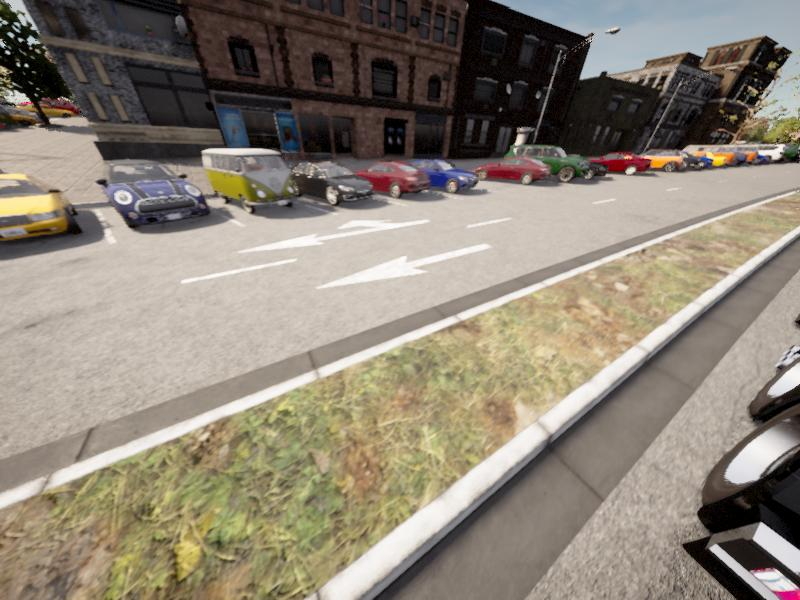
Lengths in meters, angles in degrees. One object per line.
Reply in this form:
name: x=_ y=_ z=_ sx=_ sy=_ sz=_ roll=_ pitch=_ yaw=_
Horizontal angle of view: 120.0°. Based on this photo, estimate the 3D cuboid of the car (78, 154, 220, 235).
car: x=-8.536 y=-3.828 z=7.856 sx=4.553 sy=1.767 sz=2.185 roll=25 pitch=41 yaw=32

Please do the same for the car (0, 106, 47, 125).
car: x=-44.837 y=-21.068 z=26.331 sx=2.002 sy=1.452 sz=4.674 roll=27 pitch=42 yaw=24

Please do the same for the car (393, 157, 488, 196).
car: x=2.043 y=-6.979 z=12.799 sx=4.674 sy=1.452 sz=2.002 roll=26 pitch=42 yaw=33

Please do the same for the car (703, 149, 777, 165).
car: x=42.685 y=-18.168 z=29.276 sx=2.097 sy=1.535 sz=5.008 roll=-29 pitch=43 yaw=-36

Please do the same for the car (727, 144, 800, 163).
car: x=50.856 y=-20.489 z=32.260 sx=2.435 sy=2.045 sz=5.566 roll=-29 pitch=44 yaw=-35

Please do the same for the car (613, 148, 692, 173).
car: x=23.577 y=-13.265 z=21.795 sx=4.553 sy=1.767 sz=2.185 roll=28 pitch=43 yaw=35

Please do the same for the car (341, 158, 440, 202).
car: x=-0.609 y=-6.164 z=11.595 sx=4.674 sy=1.452 sz=2.002 roll=26 pitch=42 yaw=33

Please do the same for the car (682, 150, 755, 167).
car: x=37.193 y=-16.745 z=27.223 sx=2.163 sy=1.488 sz=4.792 roll=-29 pitch=44 yaw=-36

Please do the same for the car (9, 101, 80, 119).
car: x=-51.723 y=-27.740 z=33.794 sx=1.946 sy=1.575 sz=5.366 roll=26 pitch=41 yaw=23

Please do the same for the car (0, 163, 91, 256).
car: x=-10.986 y=-2.800 z=6.560 sx=5.366 sy=1.575 sz=1.946 roll=25 pitch=41 yaw=32

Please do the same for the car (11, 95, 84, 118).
car: x=-53.580 y=-29.471 z=35.330 sx=2.435 sy=2.045 sz=5.566 roll=26 pitch=42 yaw=23

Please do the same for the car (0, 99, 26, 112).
car: x=-59.707 y=-29.274 z=34.707 sx=2.128 sy=1.511 sz=4.902 roll=-21 pitch=43 yaw=-30

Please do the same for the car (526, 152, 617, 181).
car: x=12.737 y=-10.169 z=17.440 sx=5.008 sy=1.535 sz=2.097 roll=27 pitch=42 yaw=34

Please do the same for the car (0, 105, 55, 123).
car: x=-46.589 y=-22.711 z=28.176 sx=2.002 sy=1.452 sz=4.674 roll=26 pitch=42 yaw=24

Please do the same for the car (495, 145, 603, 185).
car: x=10.076 y=-9.591 z=16.136 sx=5.566 sy=2.045 sz=2.435 roll=27 pitch=42 yaw=34

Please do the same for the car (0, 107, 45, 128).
car: x=-42.997 y=-19.541 z=24.578 sx=1.946 sy=1.575 sz=5.366 roll=27 pitch=42 yaw=24

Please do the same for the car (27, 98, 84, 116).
car: x=-55.385 y=-31.016 z=37.248 sx=2.185 sy=1.767 sz=4.553 roll=25 pitch=41 yaw=23

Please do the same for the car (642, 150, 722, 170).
car: x=29.015 y=-14.631 z=24.041 sx=5.008 sy=1.535 sz=2.097 roll=29 pitch=43 yaw=36

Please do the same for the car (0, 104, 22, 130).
car: x=-41.410 y=-17.930 z=22.381 sx=1.878 sy=1.987 sz=4.442 roll=27 pitch=42 yaw=24

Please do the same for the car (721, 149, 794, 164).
car: x=48.148 y=-19.572 z=31.352 sx=2.097 sy=1.535 sz=5.008 roll=-29 pitch=43 yaw=-36

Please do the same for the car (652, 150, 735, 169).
car: x=31.612 y=-15.415 z=25.196 sx=5.366 sy=1.575 sz=1.946 roll=29 pitch=44 yaw=36

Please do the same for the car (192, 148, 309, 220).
car: x=-5.797 y=-4.696 z=8.958 sx=4.442 sy=1.987 sz=1.878 roll=25 pitch=41 yaw=32

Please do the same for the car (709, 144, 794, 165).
car: x=45.395 y=-19.086 z=30.185 sx=2.435 sy=2.045 sz=5.566 roll=-29 pitch=44 yaw=-35

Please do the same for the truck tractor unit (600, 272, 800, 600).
truck tractor unit: x=5.130 y=-0.279 z=0.762 sx=6.516 sy=4.208 sz=3.053 roll=-17 pitch=39 yaw=-24

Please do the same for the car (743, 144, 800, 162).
car: x=56.368 y=-21.874 z=34.310 sx=2.435 sy=2.045 sz=5.566 roll=-29 pitch=43 yaw=-36

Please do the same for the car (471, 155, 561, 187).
car: x=7.372 y=-8.571 z=15.149 sx=4.674 sy=1.452 sz=2.002 roll=27 pitch=43 yaw=34

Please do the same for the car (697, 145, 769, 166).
car: x=40.037 y=-17.607 z=28.041 sx=1.878 sy=1.987 sz=4.442 roll=-29 pitch=43 yaw=-36

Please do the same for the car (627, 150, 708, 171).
car: x=26.295 y=-13.896 z=22.955 sx=4.892 sy=1.521 sz=2.231 roll=29 pitch=44 yaw=36

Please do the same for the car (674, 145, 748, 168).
car: x=34.566 y=-16.194 z=25.951 sx=1.878 sy=1.987 sz=4.442 roll=-29 pitch=43 yaw=-36

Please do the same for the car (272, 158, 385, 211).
car: x=-3.256 y=-5.382 z=10.373 sx=4.892 sy=1.521 sz=2.231 roll=26 pitch=41 yaw=33

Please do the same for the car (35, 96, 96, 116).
car: x=-58.904 y=-34.211 z=40.872 sx=2.435 sy=2.045 sz=5.566 roll=22 pitch=38 yaw=26

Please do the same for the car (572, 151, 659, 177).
car: x=18.135 y=-11.684 z=19.680 sx=5.008 sy=1.535 sz=2.097 roll=28 pitch=43 yaw=35

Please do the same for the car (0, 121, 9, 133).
car: x=-39.672 y=-16.283 z=20.527 sx=1.878 sy=1.987 sz=4.442 roll=27 pitch=42 yaw=24
